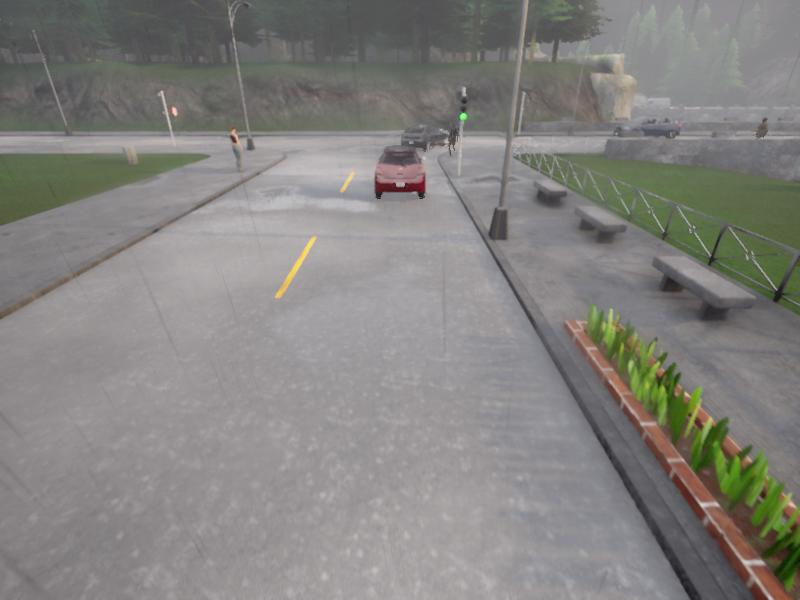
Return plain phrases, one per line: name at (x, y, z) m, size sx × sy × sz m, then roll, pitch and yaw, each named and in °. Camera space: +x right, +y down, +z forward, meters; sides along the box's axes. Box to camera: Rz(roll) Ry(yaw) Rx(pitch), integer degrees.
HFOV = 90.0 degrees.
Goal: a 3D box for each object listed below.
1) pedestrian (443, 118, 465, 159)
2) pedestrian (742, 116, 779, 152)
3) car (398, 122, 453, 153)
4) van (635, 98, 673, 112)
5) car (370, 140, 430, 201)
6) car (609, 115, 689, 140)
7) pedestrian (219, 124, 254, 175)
pedestrian at (2.788, -8.399, 20.785) m, size 0.751 × 1.860 × 0.751 m, roll -22°, pitch 34°, yaw -36°
pedestrian at (20.705, -9.537, 23.016) m, size 0.751 × 1.860 × 0.751 m, roll -3°, pitch 27°, yaw -5°
car at (1.694, -10.410, 25.449) m, size 1.816 × 1.474 × 4.193 m, roll 14°, pitch 30°, yaw 26°
van at (52.261, -40.181, 82.499) m, size 5.915 × 2.561 × 1.988 m, roll 0°, pitch 27°, yaw 0°
car at (0.004, -4.673, 14.152) m, size 1.845 × 1.501 × 3.633 m, roll 0°, pitch 27°, yaw 0°
car at (19.439, -13.609, 31.483) m, size 4.611 × 1.667 × 2.242 m, roll 0°, pitch 27°, yaw 0°
pedestrian at (-6.784, -6.267, 16.638) m, size 0.751 × 1.860 × 0.751 m, roll 17°, pitch 32°, yaw 30°
